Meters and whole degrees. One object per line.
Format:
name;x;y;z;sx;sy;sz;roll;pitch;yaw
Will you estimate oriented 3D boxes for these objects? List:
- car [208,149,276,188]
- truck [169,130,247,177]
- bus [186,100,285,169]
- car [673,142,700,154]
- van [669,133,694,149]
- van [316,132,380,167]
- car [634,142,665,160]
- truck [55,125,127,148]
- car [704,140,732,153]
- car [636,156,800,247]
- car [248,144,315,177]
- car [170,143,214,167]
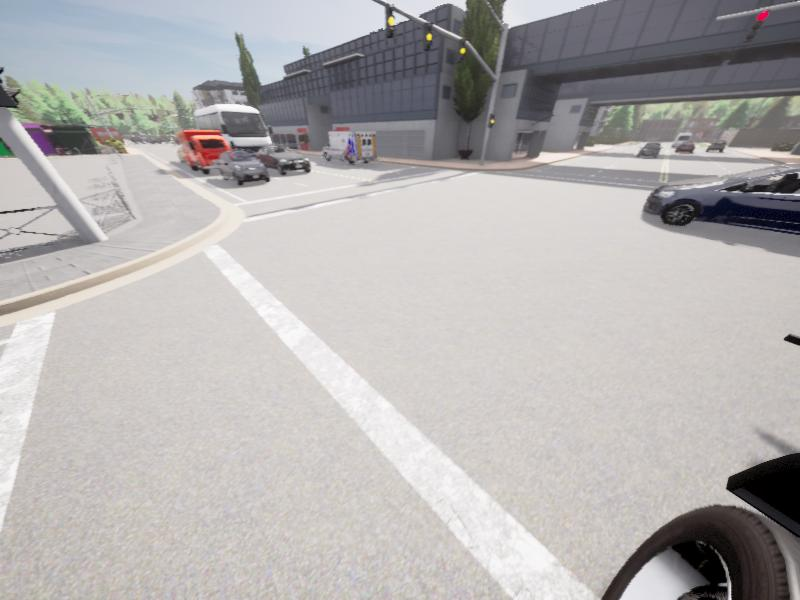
car;-8.961;-7.535;13.064;3.633;1.501;1.845;29;45;34
truck;-13.834;-10.675;16.640;5.204;2.467;2.627;30;45;35
bus;-15.559;-15.358;21.653;10.273;4.253;3.944;30;45;35
car;43.796;-23.380;35.391;1.994;1.385;4.181;29;44;34
van;57.695;-32.693;47.410;1.988;2.561;5.915;27;44;32
van;-4.926;-14.141;21.528;6.366;2.431;2.351;30;45;35
car;29.551;-17.681;27.306;1.837;1.490;4.892;29;44;34
truck;-66.424;-35.483;50.094;2.891;3.827;8.468;29;45;34
car;49.771;-24.154;36.272;3.988;1.617;1.851;-30;45;-35
car;10.035;-2.782;6.318;4.611;1.667;2.242;28;44;33
car;-8.635;-10.208;16.721;5.027;1.651;2.152;29;44;34
car;-19.128;-13.364;21.158;5.366;1.575;1.801;30;45;35
